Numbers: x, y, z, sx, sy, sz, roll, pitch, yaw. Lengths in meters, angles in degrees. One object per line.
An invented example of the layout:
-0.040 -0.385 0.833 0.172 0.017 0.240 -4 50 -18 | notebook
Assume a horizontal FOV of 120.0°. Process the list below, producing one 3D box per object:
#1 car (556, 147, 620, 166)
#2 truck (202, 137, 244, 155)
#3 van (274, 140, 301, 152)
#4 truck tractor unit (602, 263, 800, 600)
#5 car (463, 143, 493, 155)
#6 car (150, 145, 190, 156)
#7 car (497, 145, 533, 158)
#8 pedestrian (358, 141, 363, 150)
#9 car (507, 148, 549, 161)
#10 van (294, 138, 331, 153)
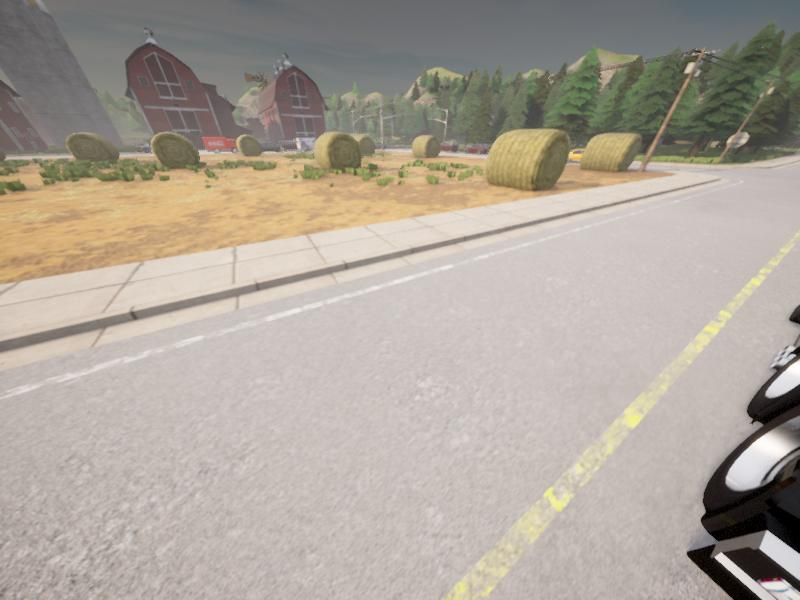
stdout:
21.726 -16.850 26.987 1.801 1.575 5.366 -20 40 -26 | car
-30.840 -26.946 40.330 5.204 2.467 2.627 -21 40 -27 | truck
-23.354 -32.001 48.057 4.442 1.987 1.775 -21 40 -27 | van
5.115 -0.294 0.795 6.516 4.208 3.053 -18 39 -24 | truck tractor unit
14.061 -27.460 41.979 2.097 1.767 4.553 -20 40 -26 | car
-36.958 -24.176 37.250 4.181 1.385 1.994 -21 41 -27 | car
18.179 -23.683 36.817 2.007 1.525 4.514 -20 40 -26 | car
-9.468 -37.106 55.533 0.751 1.860 0.751 -25 42 -31 | pedestrian
17.706 -20.313 32.181 1.895 1.301 4.718 -20 40 -26 | car
-17.847 -31.869 47.510 6.366 2.431 2.351 -21 40 -27 | van
